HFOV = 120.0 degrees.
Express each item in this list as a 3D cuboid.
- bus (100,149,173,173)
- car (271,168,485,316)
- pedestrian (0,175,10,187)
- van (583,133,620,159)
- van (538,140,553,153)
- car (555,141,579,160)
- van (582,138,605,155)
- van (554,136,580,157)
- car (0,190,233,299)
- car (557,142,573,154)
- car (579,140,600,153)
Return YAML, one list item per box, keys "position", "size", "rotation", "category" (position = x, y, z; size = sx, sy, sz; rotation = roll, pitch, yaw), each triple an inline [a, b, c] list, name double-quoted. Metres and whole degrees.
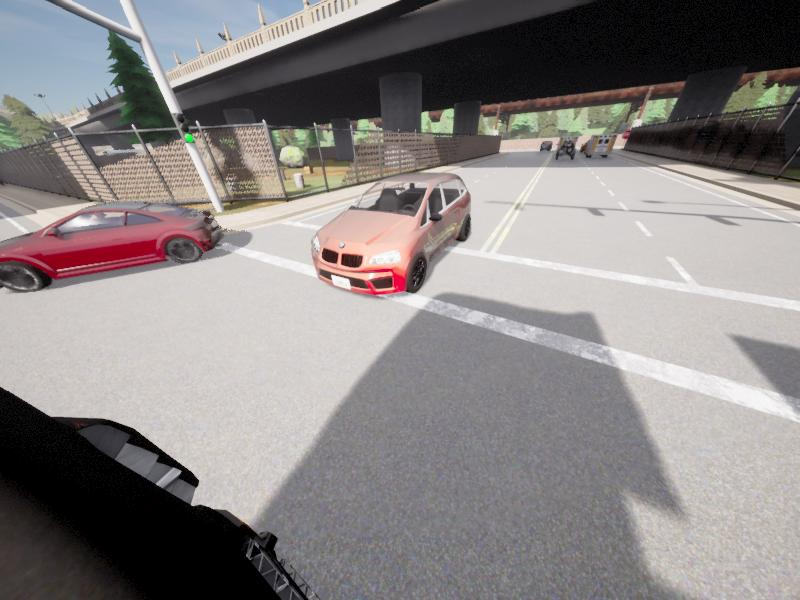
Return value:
- position: [-63.243, -33.878, 55.996]
  size: [3.944, 4.253, 10.273]
  rotation: [16, 38, 26]
  category: "bus"
- position: [0.115, -1.849, 5.255]
  size: [2.242, 1.667, 4.611]
  rotation: [16, 37, 26]
  category: "car"
- position: [-48.649, -14.763, 27.840]
  size: [0.751, 1.860, 0.751]
  rotation: [14, 37, 24]
  category: "pedestrian"
- position: [25.639, -19.832, 29.748]
  size: [2.351, 2.431, 6.366]
  rotation: [16, 38, 26]
  category: "van"
- position: [30.029, -31.665, 47.646]
  size: [1.775, 1.987, 4.442]
  rotation: [18, 39, 28]
  category: "van"
- position: [21.420, -19.271, 29.718]
  size: [1.932, 1.855, 4.605]
  rotation: [16, 38, 26]
  category: "car"
- position: [29.535, -23.523, 35.414]
  size: [1.775, 1.987, 4.442]
  rotation: [16, 38, 26]
  category: "van"
- position: [25.597, -23.670, 35.535]
  size: [2.351, 2.431, 6.366]
  rotation: [16, 38, 26]
  category: "van"
- position: [-6.851, -1.544, 5.568]
  size: [4.181, 1.385, 1.994]
  rotation: [-17, 36, -20]
  category: "car"
- position: [29.373, -27.071, 41.115]
  size: [1.851, 1.617, 3.988]
  rotation: [16, 38, 26]
  category: "car"
- position: [32.568, -26.460, 39.783]
  size: [2.097, 1.767, 4.553]
  rotation: [16, 38, 26]
  category: "car"
